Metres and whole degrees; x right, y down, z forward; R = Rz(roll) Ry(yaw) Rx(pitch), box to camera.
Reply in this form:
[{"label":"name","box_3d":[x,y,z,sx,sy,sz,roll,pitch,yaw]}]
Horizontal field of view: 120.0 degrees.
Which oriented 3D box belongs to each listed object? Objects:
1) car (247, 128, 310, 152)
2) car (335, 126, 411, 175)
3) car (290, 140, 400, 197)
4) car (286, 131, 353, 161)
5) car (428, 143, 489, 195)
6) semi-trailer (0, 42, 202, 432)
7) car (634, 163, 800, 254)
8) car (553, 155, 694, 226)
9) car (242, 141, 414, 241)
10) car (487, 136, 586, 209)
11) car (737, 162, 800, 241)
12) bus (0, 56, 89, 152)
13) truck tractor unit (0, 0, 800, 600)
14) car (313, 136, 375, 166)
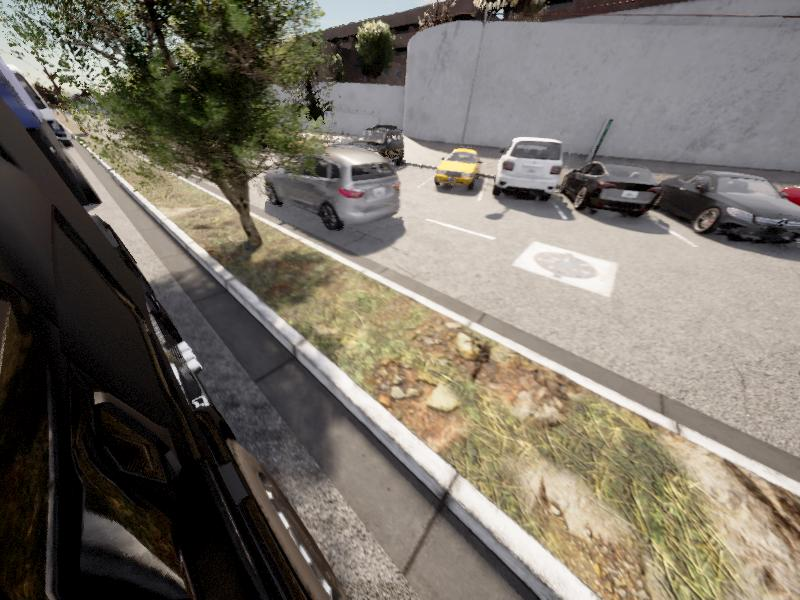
[{"label":"car","box_3d":[-10.589,-14.341,20.678,2.163,1.488,4.792,15,38,14]},{"label":"car","box_3d":[-1.389,-9.570,14.591,2.435,2.045,5.566,15,38,14]},{"label":"car","box_3d":[-2.494,-5.977,10.194,4.892,1.490,1.837,29,44,29]},{"label":"car","box_3d":[-5.932,-11.985,17.869,1.946,1.575,5.366,14,38,14]},{"label":"car","box_3d":[3.134,-6.813,11.645,1.946,1.575,5.366,15,38,14]},{"label":"semi-trailer","box_3d":[-8.705,-3.612,4.204,14.254,4.402,2.717,28,44,30]},{"label":"car","box_3d":[10.090,-3.190,7.328,2.002,1.452,4.674,14,38,14]},{"label":"car","box_3d":[7.792,-4.445,8.842,2.163,1.488,4.792,14,38,15]},{"label":"car","box_3d":[-2.159,-3.508,6.793,4.611,1.667,2.242,28,44,30]},{"label":"car","box_3d":[5.511,-5.896,10.169,2.435,2.045,5.566,14,38,15]},{"label":"car","box_3d":[12.401,-2.123,5.752,2.185,1.767,4.553,14,38,15]},{"label":"bus","box_3d":[-26.109,-13.120,15.608,10.273,4.253,3.944,29,44,29]},{"label":"truck tractor unit","box_3d":[-2.645,-0.295,0.351,6.516,4.208,3.053,28,44,30]},{"label":"car","box_3d":[-3.693,-10.603,16.273,2.002,1.452,4.674,15,38,14]}]
